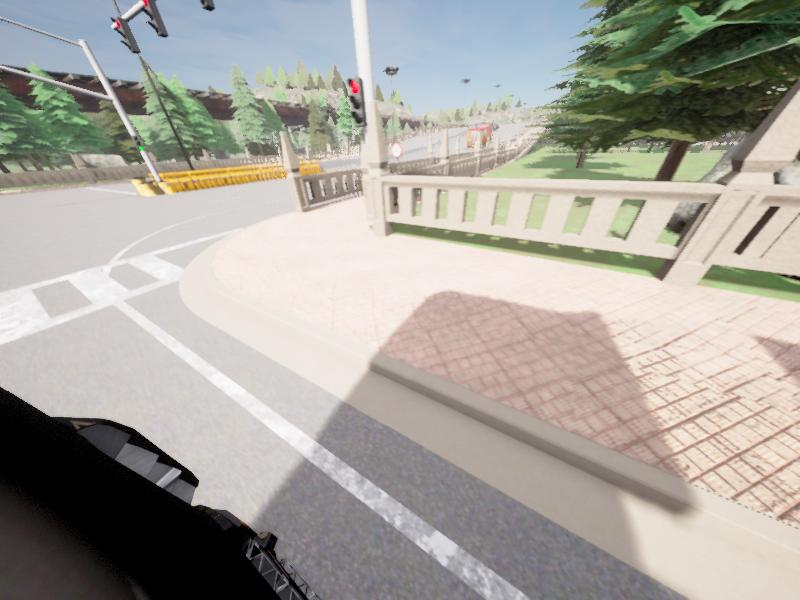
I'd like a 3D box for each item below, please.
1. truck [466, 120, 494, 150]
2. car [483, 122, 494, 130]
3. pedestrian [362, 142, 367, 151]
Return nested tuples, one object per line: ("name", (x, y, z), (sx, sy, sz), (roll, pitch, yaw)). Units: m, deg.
("truck", (16.009, -33.004, 46.190), (2.891, 3.827, 8.468), (16, 44, 26))
("car", (28.153, -55.461, 73.637), (1.882, 1.535, 5.008), (16, 44, 26))
("pedestrian", (-8.981, -38.991, 58.627), (0.751, 1.860, 0.751), (16, 38, 26))
